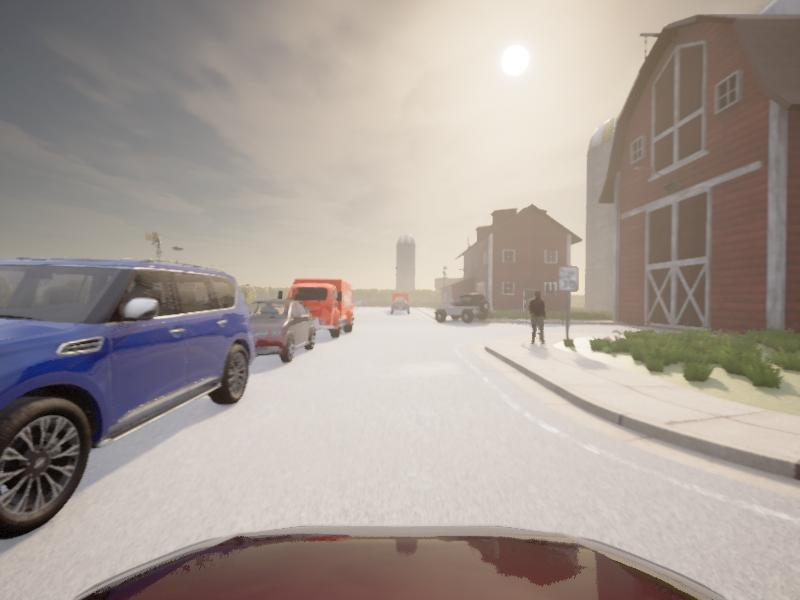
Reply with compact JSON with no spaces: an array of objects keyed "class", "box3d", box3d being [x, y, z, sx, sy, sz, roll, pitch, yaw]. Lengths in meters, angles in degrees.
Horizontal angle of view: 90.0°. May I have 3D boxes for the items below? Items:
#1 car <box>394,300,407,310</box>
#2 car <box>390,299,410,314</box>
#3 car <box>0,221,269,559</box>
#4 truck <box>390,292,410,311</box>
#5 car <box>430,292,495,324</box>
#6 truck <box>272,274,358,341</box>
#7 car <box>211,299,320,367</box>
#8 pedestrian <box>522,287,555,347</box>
[{"class":"car","box3d":[0.055,0.721,62.591,2.038,1.542,4.974,1,0,0]},{"class":"car","box3d":[0.043,0.708,46.156,2.152,1.651,5.027,1,0,0]},{"class":"car","box3d":[-3.481,0.530,4.495,2.150,2.045,5.566,1,0,0]},{"class":"truck","box3d":[0.054,0.258,55.026,2.627,2.467,5.204,1,-1,0]},{"class":"car","box3d":[4.195,0.510,27.059,1.905,1.878,3.866,-7,4,-42]},{"class":"truck","box3d":[-3.475,0.299,17.644,2.627,2.467,5.204,1,0,0]},{"class":"car","box3d":[-3.486,0.763,11.127,1.789,1.549,3.705,1,0,0]},{"class":"pedestrian","box3d":[4.464,0.538,12.927,0.751,1.860,0.751,1,0,-1]}]
